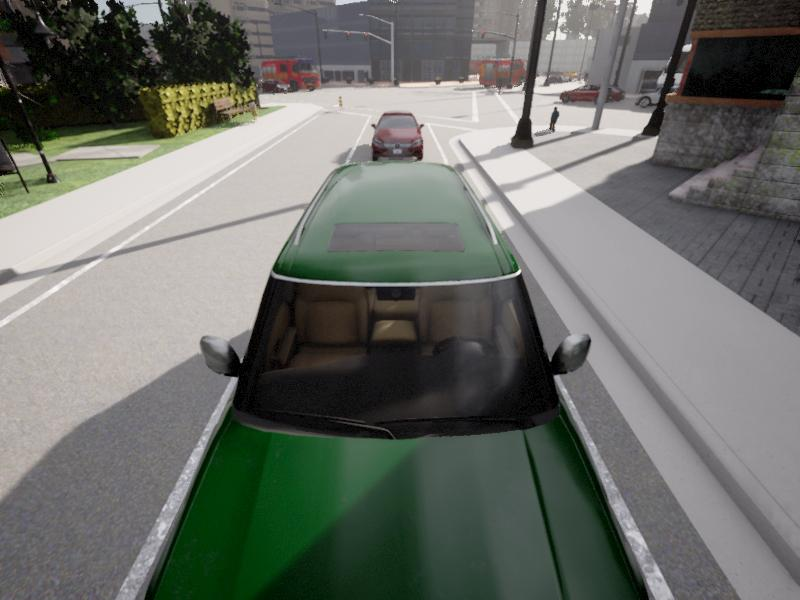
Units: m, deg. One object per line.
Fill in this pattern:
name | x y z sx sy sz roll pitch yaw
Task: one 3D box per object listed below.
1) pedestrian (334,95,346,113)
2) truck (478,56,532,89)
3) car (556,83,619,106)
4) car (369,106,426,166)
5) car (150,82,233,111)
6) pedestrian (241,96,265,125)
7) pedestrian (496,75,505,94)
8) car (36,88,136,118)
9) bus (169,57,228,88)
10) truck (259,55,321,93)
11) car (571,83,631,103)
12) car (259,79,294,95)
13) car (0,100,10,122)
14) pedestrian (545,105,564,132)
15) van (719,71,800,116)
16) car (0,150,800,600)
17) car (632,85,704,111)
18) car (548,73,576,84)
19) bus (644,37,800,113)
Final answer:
pedestrian | -4.128 -13.552 27.651 0.500 1.100 0.500 18 35 27
truck | 15.060 -32.656 57.310 8.468 3.827 2.891 -27 40 -37
car | 15.593 -17.266 33.525 4.193 1.474 1.816 27 40 38
car | -0.084 -6.357 15.216 1.812 1.442 4.674 0 31 0
car | -16.101 -15.897 31.149 5.027 1.651 2.152 -26 40 -37
pedestrian | -7.866 -10.146 21.413 0.751 1.300 0.751 2 31 4
pedestrian | 11.120 -23.868 44.346 0.751 1.860 0.751 7 31 12
car | -21.037 -13.356 26.993 4.792 1.488 2.163 -27 40 -37
bus | -33.657 -37.940 66.686 10.273 4.253 3.944 23 38 35
truck | -13.633 -27.948 49.506 8.468 3.827 2.891 26 39 38
car | 17.906 -18.564 35.826 4.181 1.385 1.994 27 40 38
car | -14.345 -24.810 46.464 3.806 1.475 1.970 26 40 38
car | -25.983 -10.930 22.755 5.027 1.651 2.152 -27 40 -37
pedestrian | 7.230 -8.515 18.781 0.500 1.100 0.500 1 31 1
van | 24.774 -13.135 25.360 6.366 2.431 2.351 26 39 38
car | -0.031 0.307 3.413 2.150 2.045 5.566 0 30 -1
car | 19.886 -15.117 29.834 1.970 1.475 3.806 -27 40 -37
car | 27.598 -37.754 68.175 4.974 1.542 2.038 -24 38 -35
bus | 24.618 -16.383 29.164 10.273 4.253 3.944 26 39 38
